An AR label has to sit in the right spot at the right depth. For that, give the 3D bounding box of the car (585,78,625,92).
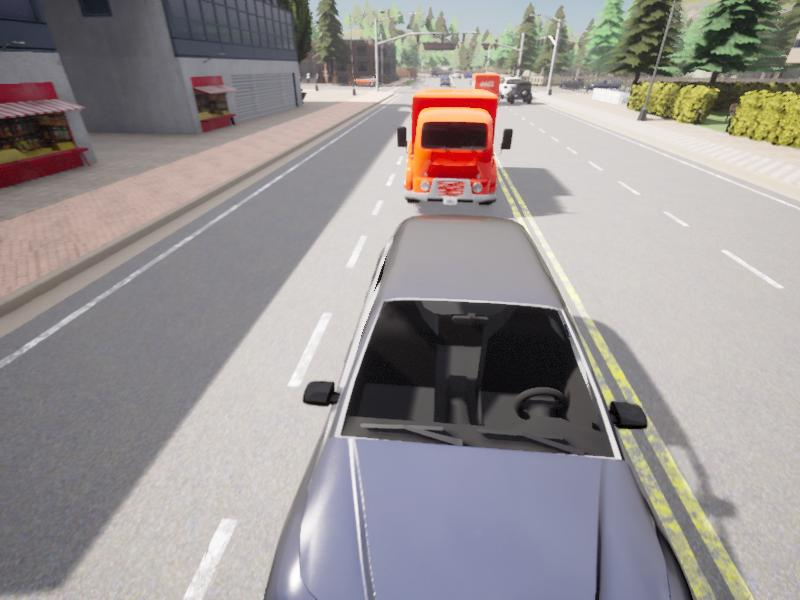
[{"bbox_3d":[30.515,-32.148,59.777,4.611,1.667,2.242,3,30,5],"label":"car"}]

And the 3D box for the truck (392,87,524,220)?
[{"bbox_3d":[1.382,-4.247,10.844,2.627,2.467,5.204,3,30,5],"label":"truck"}]

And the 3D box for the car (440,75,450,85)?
[{"bbox_3d":[8.960,-43.777,79.443,1.882,1.535,5.008,3,30,5],"label":"car"}]

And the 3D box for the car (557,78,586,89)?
[{"bbox_3d":[26.999,-34.125,63.090,3.633,1.501,1.845,3,30,5],"label":"car"}]

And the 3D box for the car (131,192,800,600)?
[{"bbox_3d":[0.515,0.597,3.336,2.242,1.667,4.611,3,31,5],"label":"car"}]

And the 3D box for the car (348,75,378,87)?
[{"bbox_3d":[-6.100,-36.189,66.064,4.553,1.767,2.097,3,30,4],"label":"car"}]

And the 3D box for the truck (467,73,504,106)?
[{"bbox_3d":[7.828,-19.649,37.244,2.627,2.467,5.204,3,30,4],"label":"truck"}]

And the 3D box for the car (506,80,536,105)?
[{"bbox_3d":[11.395,-19.679,37.906,1.905,1.878,3.866,3,30,5],"label":"car"}]

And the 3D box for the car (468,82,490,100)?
[{"bbox_3d":[8.443,-22.512,43.078,1.845,1.501,3.633,3,30,5],"label":"car"}]

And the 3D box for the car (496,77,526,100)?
[{"bbox_3d":[12.067,-23.300,43.952,2.150,2.045,5.566,3,31,5],"label":"car"}]
